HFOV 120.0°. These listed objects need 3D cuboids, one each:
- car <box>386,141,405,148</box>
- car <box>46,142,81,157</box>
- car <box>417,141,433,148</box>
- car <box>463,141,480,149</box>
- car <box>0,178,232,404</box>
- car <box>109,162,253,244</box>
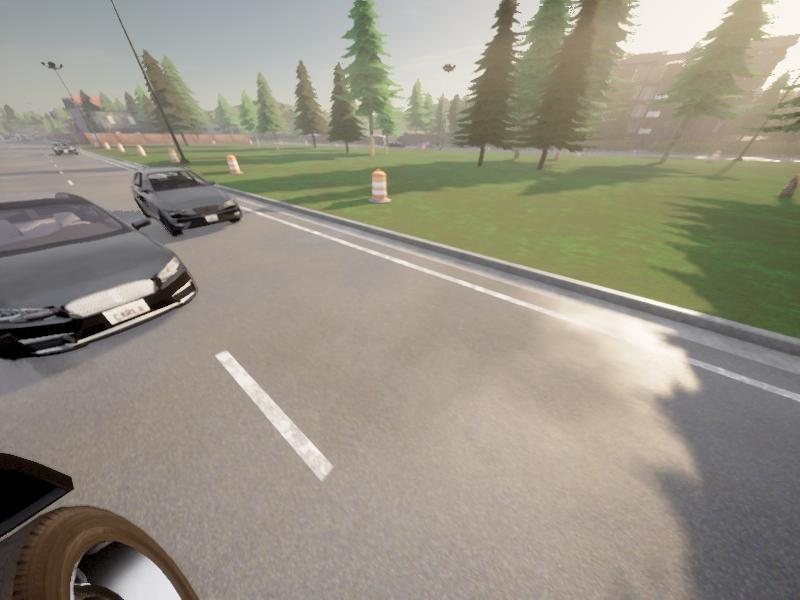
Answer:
[{"bbox_3d":[-1.101,-40.184,59.759,4.718,1.301,1.895,24,42,30],"label":"car"},{"bbox_3d":[-44.040,-19.793,30.236,3.806,1.475,1.970,24,41,30],"label":"car"},{"bbox_3d":[6.260,-39.540,58.698,3.633,1.501,1.845,24,42,30],"label":"car"},{"bbox_3d":[18.094,-39.330,58.524,3.633,1.501,1.845,24,42,30],"label":"car"},{"bbox_3d":[-5.457,-0.804,3.690,4.902,1.511,2.128,19,37,24],"label":"car"},{"bbox_3d":[-6.705,-3.172,7.063,4.193,1.474,1.816,24,41,30],"label":"car"}]
